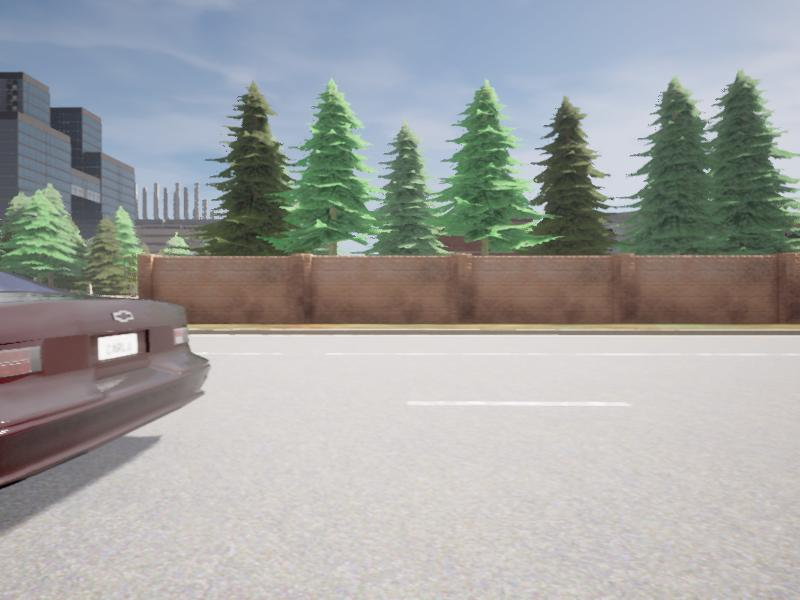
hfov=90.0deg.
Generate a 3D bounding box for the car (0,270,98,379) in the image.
[{"bbox_3d":[-7.168,0.312,5.733,4.181,1.385,1.994,0,0,1],"label":"car"}]

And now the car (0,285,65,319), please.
[{"bbox_3d":[-22.179,0.111,22.903,2.097,1.767,4.553,0,0,1],"label":"car"}]

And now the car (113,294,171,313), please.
[{"bbox_3d":[-22.003,0.246,34.388,2.007,1.525,4.514,0,0,1],"label":"car"}]

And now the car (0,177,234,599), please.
[{"bbox_3d":[-4.001,0.298,2.170,5.357,1.411,2.033,0,0,1],"label":"car"}]
